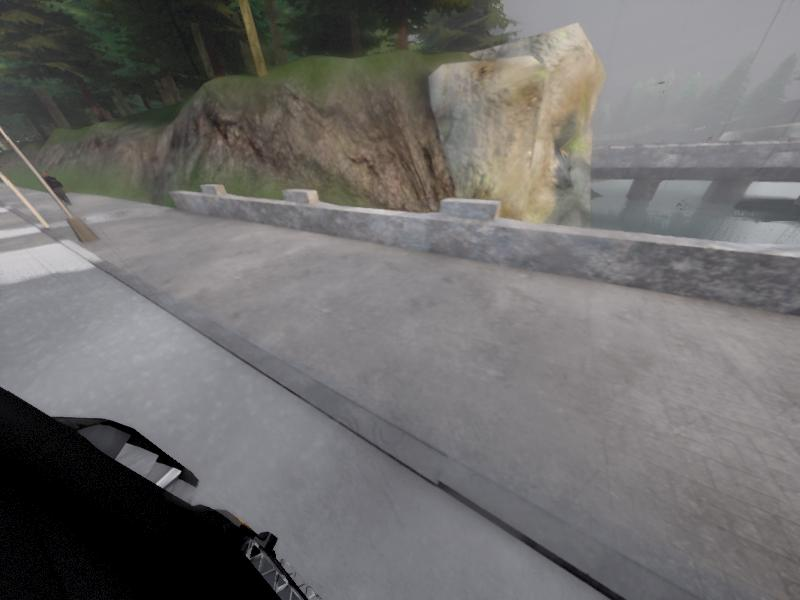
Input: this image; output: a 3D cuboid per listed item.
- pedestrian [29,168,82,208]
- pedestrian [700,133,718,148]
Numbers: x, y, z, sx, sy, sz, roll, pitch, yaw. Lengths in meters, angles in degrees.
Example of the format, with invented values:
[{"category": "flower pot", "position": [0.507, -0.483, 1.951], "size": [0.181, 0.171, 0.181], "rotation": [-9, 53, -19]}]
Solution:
[{"category": "pedestrian", "position": [-18.754, -6.093, 12.617], "size": [0.751, 1.860, 0.751], "rotation": [17, 39, 27]}, {"category": "pedestrian", "position": [47.580, -24.589, 35.594], "size": [0.751, 1.860, 0.751], "rotation": [17, 38, 27]}]
